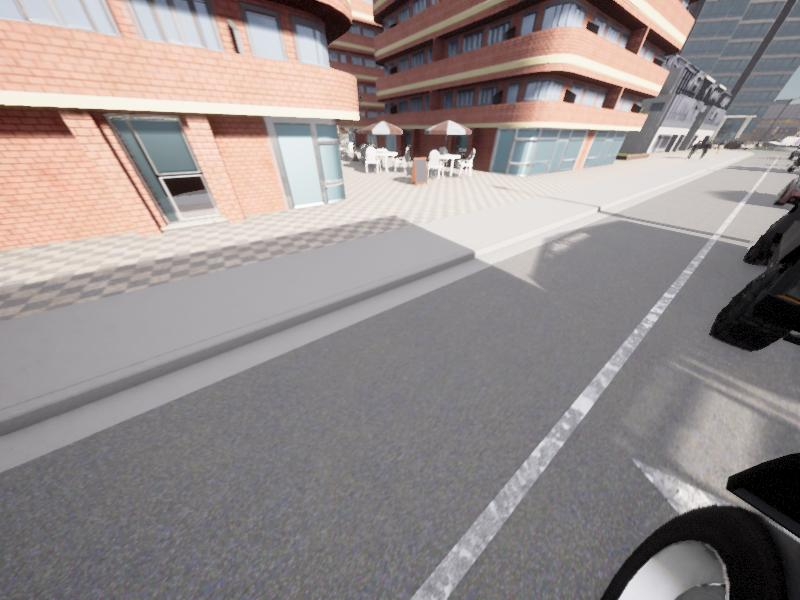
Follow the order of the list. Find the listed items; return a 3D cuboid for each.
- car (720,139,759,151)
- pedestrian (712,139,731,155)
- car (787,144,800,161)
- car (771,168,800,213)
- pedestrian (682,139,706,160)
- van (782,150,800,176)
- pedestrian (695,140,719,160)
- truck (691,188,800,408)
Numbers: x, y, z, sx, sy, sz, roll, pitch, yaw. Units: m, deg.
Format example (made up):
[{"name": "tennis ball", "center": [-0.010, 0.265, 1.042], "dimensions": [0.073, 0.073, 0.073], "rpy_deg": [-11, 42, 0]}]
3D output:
[{"name": "car", "center": [70.322, -32.186, 47.980], "dimensions": [1.932, 1.855, 4.605], "rpy_deg": [11, 37, 14]}, {"name": "pedestrian", "center": [46.751, -22.291, 33.602], "dimensions": [0.751, 1.860, 0.751], "rpy_deg": [-28, 45, -34]}, {"name": "car", "center": [49.113, -17.879, 27.794], "dimensions": [4.605, 1.855, 1.932], "rpy_deg": [-23, 42, -29]}, {"name": "car", "center": [16.820, -4.350, 8.987], "dimensions": [4.181, 1.385, 1.994], "rpy_deg": [-22, 42, -28]}, {"name": "pedestrian", "center": [31.904, -16.304, 25.074], "dimensions": [0.751, 1.860, 0.751], "rpy_deg": [-20, 40, -26]}, {"name": "van", "center": [31.448, -10.641, 17.355], "dimensions": [4.480, 2.038, 2.069], "rpy_deg": [-22, 42, -28]}, {"name": "pedestrian", "center": [33.802, -16.567, 25.482], "dimensions": [0.751, 1.860, 0.751], "rpy_deg": [-23, 42, -29]}, {"name": "truck", "center": [6.854, -0.557, 2.964], "dimensions": [6.274, 2.098, 2.390], "rpy_deg": [-21, 40, -29]}]
